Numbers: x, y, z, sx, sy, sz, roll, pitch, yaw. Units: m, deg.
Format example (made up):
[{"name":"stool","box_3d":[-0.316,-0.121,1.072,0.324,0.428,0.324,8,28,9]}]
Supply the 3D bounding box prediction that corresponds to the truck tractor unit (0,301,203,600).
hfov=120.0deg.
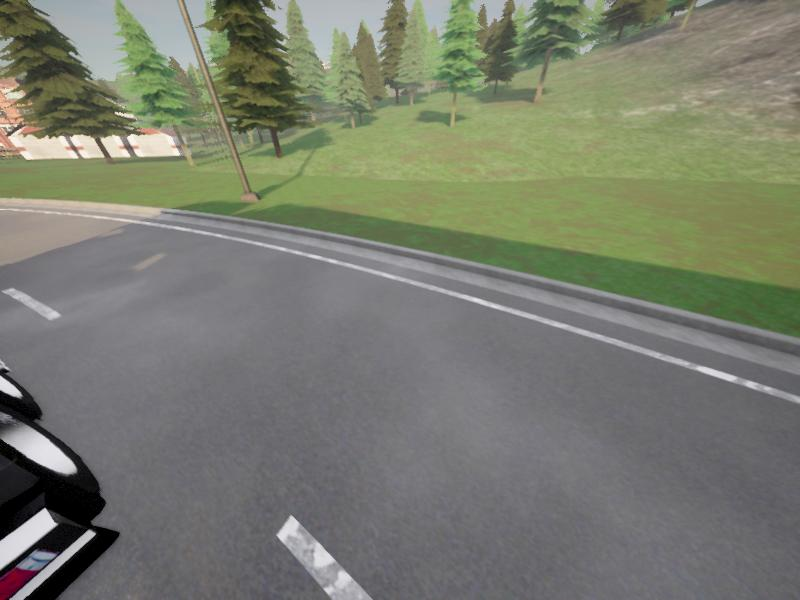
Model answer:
[{"name":"truck tractor unit","box_3d":[-5.180,-0.224,0.688,6.516,4.208,3.053,15,38,21]}]
